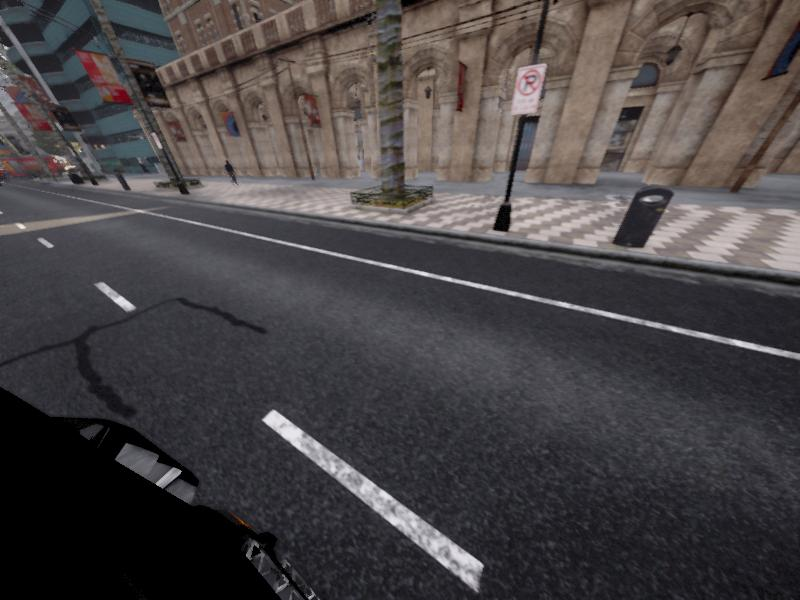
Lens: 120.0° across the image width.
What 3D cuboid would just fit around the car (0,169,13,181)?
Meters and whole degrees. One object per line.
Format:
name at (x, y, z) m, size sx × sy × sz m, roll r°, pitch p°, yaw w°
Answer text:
car at (-71.027, -21.694, 40.221) m, size 2.097 × 1.767 × 4.553 m, roll -25°, pitch 39°, yaw -30°

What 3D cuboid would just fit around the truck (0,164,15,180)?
truck at (-78.414, -24.235, 43.966) m, size 2.627 × 2.467 × 5.204 m, roll -18°, pitch 36°, yaw -22°

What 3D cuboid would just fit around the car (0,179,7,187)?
car at (-53.622, -15.448, 29.783) m, size 4.902 × 1.511 × 2.128 m, roll 16°, pitch 38°, yaw 26°

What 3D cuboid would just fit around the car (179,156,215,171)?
car at (-36.508, -24.476, 41.511) m, size 5.566 × 2.045 × 2.435 m, roll 16°, pitch 37°, yaw 26°

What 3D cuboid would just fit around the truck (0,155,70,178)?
truck at (-77.665, -28.642, 49.385) m, size 2.891 × 3.827 × 8.468 m, roll -11°, pitch 34°, yaw -13°

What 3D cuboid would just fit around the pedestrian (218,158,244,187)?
pedestrian at (-12.933, -9.775, 17.739) m, size 0.751 × 1.860 × 0.751 m, roll 15°, pitch 37°, yaw 25°
